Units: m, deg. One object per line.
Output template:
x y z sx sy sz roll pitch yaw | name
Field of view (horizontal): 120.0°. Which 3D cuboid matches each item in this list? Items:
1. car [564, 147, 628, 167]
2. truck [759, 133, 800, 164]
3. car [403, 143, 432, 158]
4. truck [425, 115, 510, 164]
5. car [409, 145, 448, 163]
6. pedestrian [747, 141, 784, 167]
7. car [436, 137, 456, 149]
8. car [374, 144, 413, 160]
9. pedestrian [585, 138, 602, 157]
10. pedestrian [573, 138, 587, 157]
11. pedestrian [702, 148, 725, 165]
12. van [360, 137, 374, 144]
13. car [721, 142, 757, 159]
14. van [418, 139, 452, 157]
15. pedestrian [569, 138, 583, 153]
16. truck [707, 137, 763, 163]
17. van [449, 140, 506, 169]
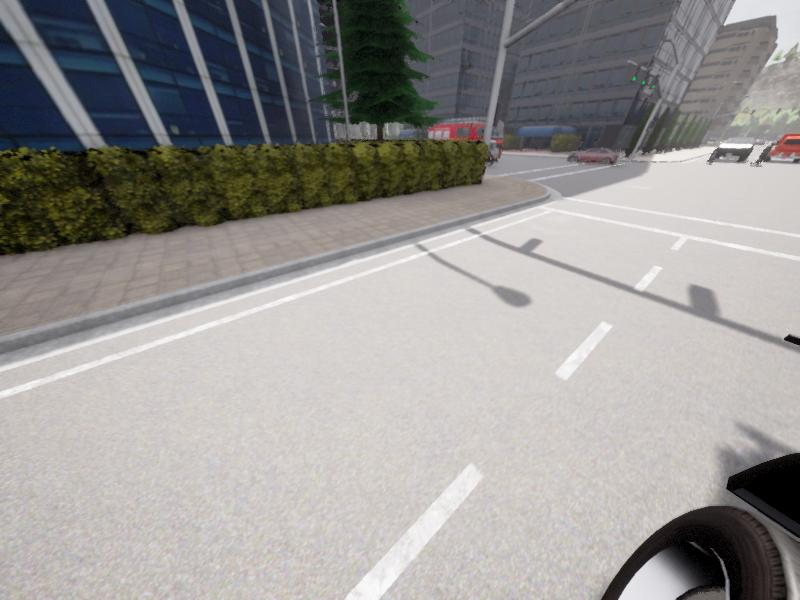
18.918 -14.028 22.484 1.994 1.385 4.181 -24 42 -30 | car
40.746 -15.879 24.068 5.204 2.467 2.627 -24 42 -29 | truck
2.222 -19.956 30.787 1.845 1.501 3.633 -24 42 -30 | car
6.833 -17.437 25.222 2.891 3.827 8.468 -24 42 -30 | truck
3.022 -16.026 25.274 1.970 1.475 3.806 -24 42 -30 | car
32.011 -12.818 20.257 0.751 1.860 0.751 -12 37 -17 | pedestrian
9.716 -33.736 49.510 2.390 2.098 6.274 -4 35 -6 | car
-0.920 -18.937 29.477 2.033 1.411 5.357 -24 42 -30 | car
23.908 -18.877 28.590 0.751 1.860 0.751 -21 40 -27 | pedestrian
22.332 -18.941 28.687 0.751 1.860 0.751 23 41 29 | pedestrian
29.586 -13.560 21.800 0.751 1.300 0.751 -25 42 -31 | pedestrian
-12.170 -59.222 85.923 4.480 2.038 2.069 -24 42 -30 | van
42.571 -18.815 28.982 5.366 1.575 1.801 -23 41 -29 | car
4.936 -21.934 33.179 1.775 1.987 4.442 -29 45 -34 | van
26.446 -23.206 34.692 0.751 1.860 0.751 -7 36 -10 | pedestrian
36.283 -16.317 25.025 6.274 2.098 2.390 -23 41 -29 | truck
6.864 -13.360 21.049 1.775 1.987 4.442 -24 42 -30 | van
